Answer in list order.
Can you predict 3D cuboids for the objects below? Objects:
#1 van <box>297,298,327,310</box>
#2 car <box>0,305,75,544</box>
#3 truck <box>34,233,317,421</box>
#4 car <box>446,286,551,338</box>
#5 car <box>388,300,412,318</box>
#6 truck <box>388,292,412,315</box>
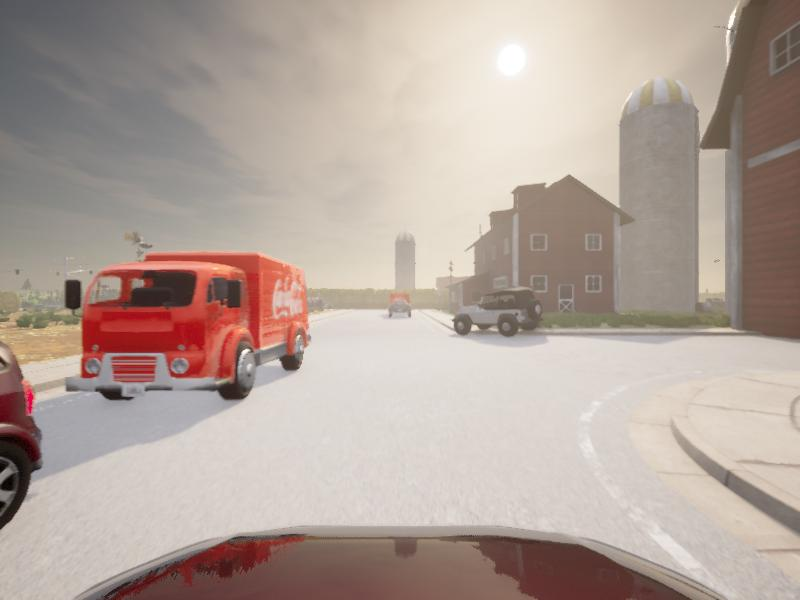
[{"bbox_3d":[-14.343,0.622,65.299,4.480,2.038,2.069,0,0,1],"label":"van"},{"bbox_3d":[-3.502,0.815,1.354,1.789,1.549,3.705,0,0,0],"label":"car"},{"bbox_3d":[-3.503,0.358,7.865,2.627,2.467,5.204,0,0,0],"label":"truck"},{"bbox_3d":[4.161,0.494,17.293,1.905,1.878,3.866,-8,3,-42],"label":"car"},{"bbox_3d":[-0.003,0.795,38.311,2.152,1.651,5.027,0,0,0],"label":"car"},{"bbox_3d":[-0.007,0.385,45.657,2.627,2.467,5.204,0,1,0],"label":"truck"}]
